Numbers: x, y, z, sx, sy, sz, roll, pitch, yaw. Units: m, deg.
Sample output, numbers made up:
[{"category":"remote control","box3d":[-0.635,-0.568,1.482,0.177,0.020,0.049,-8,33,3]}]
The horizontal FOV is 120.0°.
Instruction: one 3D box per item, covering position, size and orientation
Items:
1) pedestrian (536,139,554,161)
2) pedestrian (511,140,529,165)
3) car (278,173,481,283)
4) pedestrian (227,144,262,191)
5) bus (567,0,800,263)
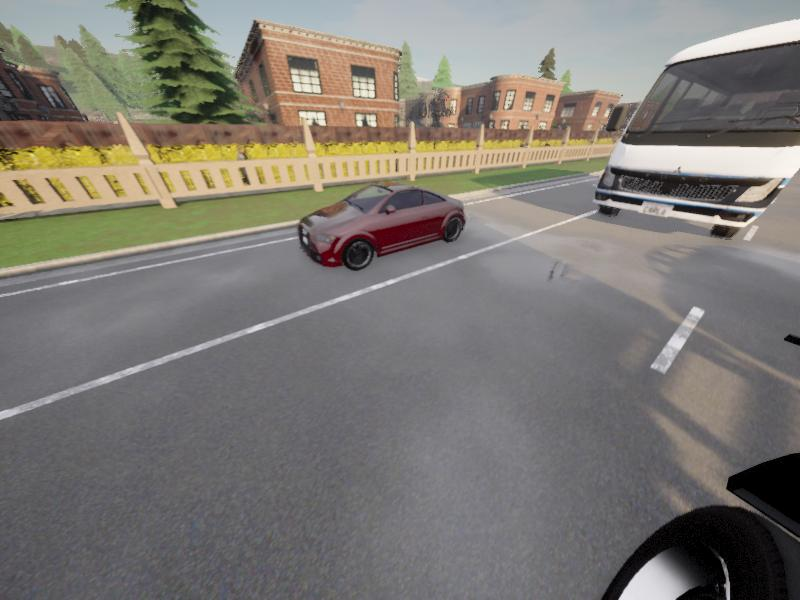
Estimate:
[{"category":"pedestrian","box3d":[14.750,-15.231,23.511,0.751,1.860,0.751,-22,41,-28]},{"category":"pedestrian","box3d":[10.691,-13.165,20.611,0.751,1.860,0.751,-22,40,-27]},{"category":"car","box3d":[-0.338,-2.058,5.653,4.181,1.385,1.994,-22,40,-27]},{"category":"pedestrian","box3d":[-7.433,-6.363,11.099,0.751,1.860,0.751,-21,40,-27]},{"category":"bus","box3d":[10.882,-5.146,7.444,10.273,4.253,3.944,-22,40,-27]}]
